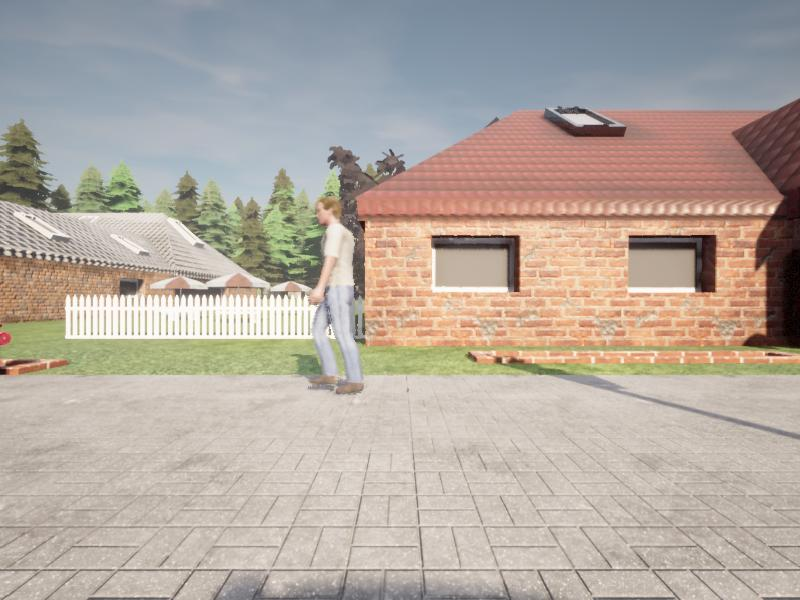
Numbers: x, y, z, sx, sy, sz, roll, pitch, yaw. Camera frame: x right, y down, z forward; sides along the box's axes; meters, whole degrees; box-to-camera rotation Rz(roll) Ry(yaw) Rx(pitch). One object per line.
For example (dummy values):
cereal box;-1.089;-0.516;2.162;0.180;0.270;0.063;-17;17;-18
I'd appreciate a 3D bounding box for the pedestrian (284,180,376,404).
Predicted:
pedestrian;-0.607;-0.067;3.722;0.751;1.860;0.751;0;0;-2
